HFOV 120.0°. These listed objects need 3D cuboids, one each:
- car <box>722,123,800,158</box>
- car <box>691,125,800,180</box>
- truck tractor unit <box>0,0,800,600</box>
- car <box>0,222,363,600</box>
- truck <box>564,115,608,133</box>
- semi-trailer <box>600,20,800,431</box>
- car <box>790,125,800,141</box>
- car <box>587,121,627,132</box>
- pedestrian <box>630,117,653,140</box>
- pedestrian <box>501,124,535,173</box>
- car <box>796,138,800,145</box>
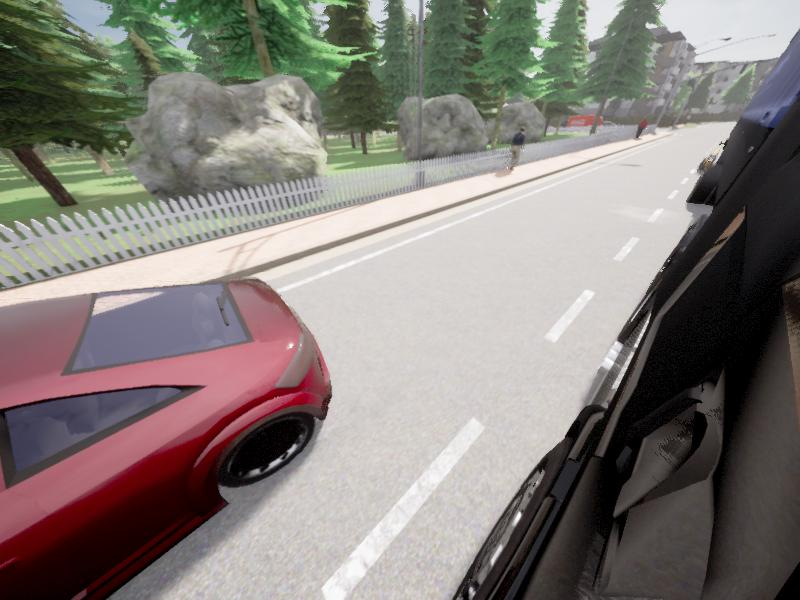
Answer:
[{"bbox_3d":[22.237,-9.920,14.261,4.792,1.488,2.163,-29,44,-30],"label":"car"},{"bbox_3d":[15.712,-6.721,10.321,5.366,1.575,1.801,-22,42,-24],"label":"car"},{"bbox_3d":[2.645,-0.295,0.352,6.516,4.208,3.053,-28,44,-30],"label":"truck tractor unit"},{"bbox_3d":[-2.602,0.984,1.329,4.181,1.385,1.994,-29,44,-31],"label":"car"},{"bbox_3d":[33.451,-31.761,41.745,2.627,2.467,5.204,-28,44,-29],"label":"truck"},{"bbox_3d":[8.590,-3.676,4.331,14.254,4.402,2.717,-29,44,-31],"label":"semi-trailer"},{"bbox_3d":[35.774,-14.592,19.626,5.008,1.535,1.882,-29,44,-30],"label":"car"},{"bbox_3d":[37.730,-31.692,42.203,2.128,1.511,4.902,-27,44,-29],"label":"car"},{"bbox_3d":[24.478,-17.399,23.439,0.751,1.860,0.751,-29,44,-30],"label":"pedestrian"},{"bbox_3d":[5.587,-7.218,11.031,0.751,1.860,0.751,-27,43,-29],"label":"pedestrian"},{"bbox_3d":[30.616,-11.726,16.172,4.792,1.488,2.163,-29,44,-30],"label":"car"}]
